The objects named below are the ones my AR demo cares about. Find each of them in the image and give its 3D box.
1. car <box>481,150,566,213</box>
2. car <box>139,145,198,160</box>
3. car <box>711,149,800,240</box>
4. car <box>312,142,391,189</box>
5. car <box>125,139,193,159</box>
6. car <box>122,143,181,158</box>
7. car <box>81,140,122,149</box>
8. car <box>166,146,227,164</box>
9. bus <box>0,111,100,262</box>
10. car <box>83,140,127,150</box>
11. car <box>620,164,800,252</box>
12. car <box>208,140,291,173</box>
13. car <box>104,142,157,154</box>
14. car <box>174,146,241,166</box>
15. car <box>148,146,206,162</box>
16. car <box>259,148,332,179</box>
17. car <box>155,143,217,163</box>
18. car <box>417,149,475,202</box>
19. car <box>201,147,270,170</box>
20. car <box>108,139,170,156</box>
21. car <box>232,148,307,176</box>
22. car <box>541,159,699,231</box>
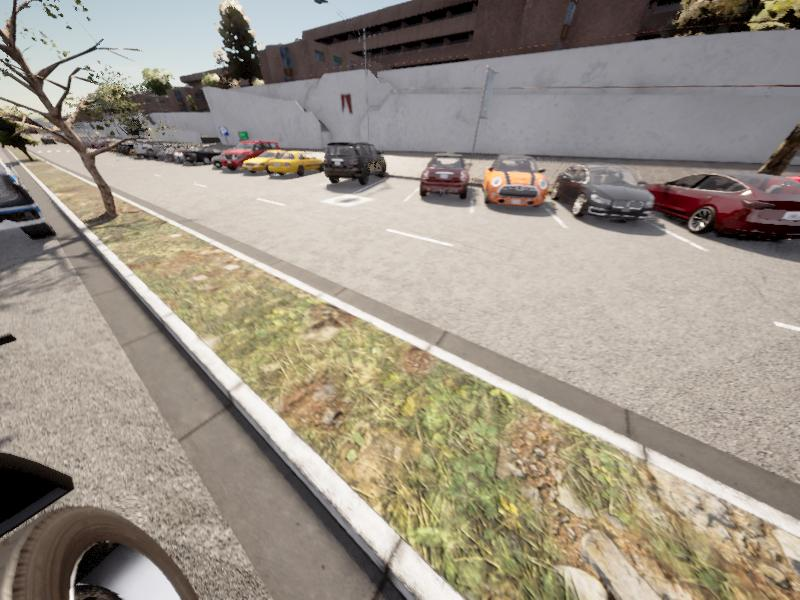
[{"bbox_3d":[4.874,-5.322,9.971,2.185,1.767,4.553,9,35,12],"label":"car"},{"bbox_3d":[-29.563,-19.054,29.765,2.163,1.488,4.792,9,35,12],"label":"car"},{"bbox_3d":[12.243,-2.419,5.699,2.435,2.045,5.566,9,35,12],"label":"car"},{"bbox_3d":[-2.513,-8.415,14.107,2.435,2.045,5.566,9,35,12],"label":"car"},{"bbox_3d":[-32.017,-20.282,31.006,2.435,2.045,5.566,9,35,12],"label":"car"},{"bbox_3d":[-34.532,-20.966,32.377,1.946,1.575,5.366,10,36,12],"label":"car"},{"bbox_3d":[-61.549,-32.243,47.812,2.002,1.452,4.674,9,36,12],"label":"car"},{"bbox_3d":[-22.183,-16.053,25.526,2.002,1.452,4.674,9,35,12],"label":"car"},{"bbox_3d":[-13.184,-4.033,5.886,10.273,4.253,3.944,22,40,28],"label":"bus"},{"bbox_3d":[-59.088,-31.214,46.399,2.163,1.488,4.792,10,36,11],"label":"car"},{"bbox_3d":[9.779,-3.192,7.258,2.163,1.488,4.792,9,35,12],"label":"car"},{"bbox_3d":[-12.348,-12.338,19.690,2.435,2.045,5.566,9,35,12],"label":"car"},{"bbox_3d":[-44.286,-25.223,38.242,1.946,1.575,5.366,9,36,12],"label":"car"},{"bbox_3d":[-19.730,-15.097,24.086,2.097,1.535,5.008,9,35,12],"label":"car"},{"bbox_3d":[-27.098,-18.029,28.342,2.002,1.452,4.674,9,35,12],"label":"car"},{"bbox_3d":[-7.388,-10.277,17.185,1.946,1.575,5.366,9,35,12],"label":"car"},{"bbox_3d":[-24.632,-17.194,26.864,2.185,1.767,4.553,9,35,12],"label":"car"},{"bbox_3d":[2.391,-6.287,11.322,2.185,1.767,4.553,9,35,12],"label":"car"},{"bbox_3d":[-14.811,-13.092,21.259,2.163,1.488,4.792,9,35,12],"label":"car"},{"bbox_3d":[-39.404,-23.270,35.149,2.435,2.045,5.566,10,36,12],"label":"car"},{"bbox_3d":[-9.935,-11.062,18.294,1.946,1.575,5.366,9,35,12],"label":"car"},{"bbox_3d":[7.324,-4.203,8.622,2.231,1.521,4.892,9,35,12],"label":"car"}]
